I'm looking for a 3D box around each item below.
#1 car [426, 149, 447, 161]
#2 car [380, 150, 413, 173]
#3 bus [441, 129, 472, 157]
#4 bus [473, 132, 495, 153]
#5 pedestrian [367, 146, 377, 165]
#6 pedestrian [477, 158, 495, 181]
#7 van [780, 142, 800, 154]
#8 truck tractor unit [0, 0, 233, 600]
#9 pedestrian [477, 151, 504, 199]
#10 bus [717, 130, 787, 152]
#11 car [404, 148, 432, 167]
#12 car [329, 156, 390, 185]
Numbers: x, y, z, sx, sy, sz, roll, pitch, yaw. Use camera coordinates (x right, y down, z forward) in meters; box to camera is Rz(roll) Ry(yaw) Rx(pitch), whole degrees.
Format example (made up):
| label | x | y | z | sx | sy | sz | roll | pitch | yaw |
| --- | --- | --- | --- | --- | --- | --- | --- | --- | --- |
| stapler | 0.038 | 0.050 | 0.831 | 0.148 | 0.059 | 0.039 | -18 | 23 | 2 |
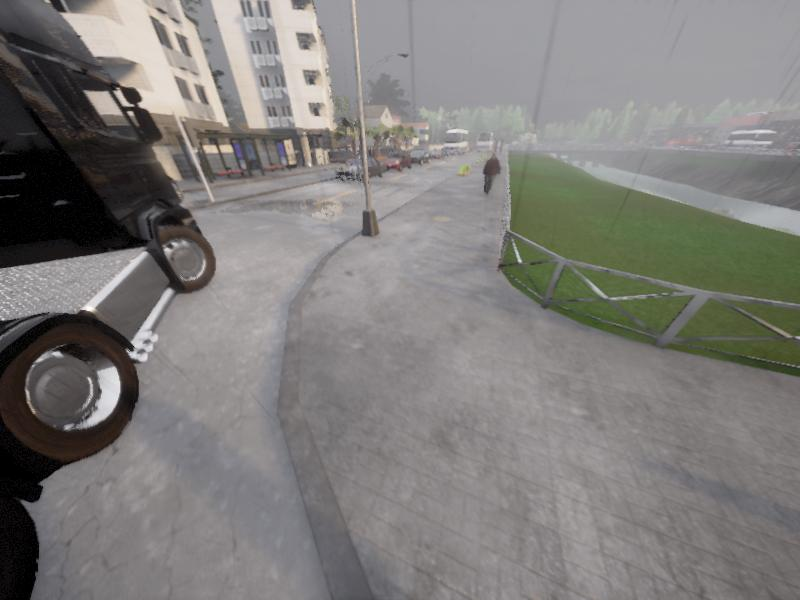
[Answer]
| label | x | y | z | sx | sy | sz | roll | pitch | yaw |
| --- | --- | --- | --- | --- | --- | --- | --- | --- | --- |
| car | 5.536 | -22.006 | 35.027 | 1.994 | 1.385 | 4.181 | 13 | 37 | 18 |
| car | -0.231 | -13.662 | 22.664 | 1.851 | 1.617 | 3.988 | 12 | 36 | 17 |
| bus | 11.720 | -32.100 | 47.183 | 3.944 | 4.253 | 10.273 | 12 | 36 | 17 |
| bus | 22.661 | -42.259 | 61.945 | 3.944 | 4.253 | 10.273 | 12 | 36 | 17 |
| pedestrian | -3.290 | -17.076 | 27.224 | 0.751 | 1.860 | 0.751 | 10 | 36 | 15 |
| pedestrian | 5.762 | -8.737 | 15.465 | 0.751 | 1.300 | 0.751 | 15 | 37 | 21 |
| van | 81.790 | -31.078 | 47.184 | 1.775 | 1.987 | 4.442 | 12 | 36 | 17 |
| truck tractor unit | -4.253 | -0.733 | 1.461 | 3.053 | 4.208 | 6.516 | -16 | 37 | -18 |
| pedestrian | 4.136 | -5.742 | 10.606 | 0.751 | 1.860 | 0.751 | 12 | 36 | 17 |
| bus | 87.187 | -39.757 | 57.825 | 3.944 | 4.253 | 10.273 | 12 | 36 | 17 |
| car | 2.246 | -17.306 | 27.942 | 1.930 | 1.638 | 5.238 | 12 | 36 | 17 |
| car | -2.763 | -9.857 | 17.309 | 2.033 | 1.411 | 5.357 | 12 | 36 | 17 |
